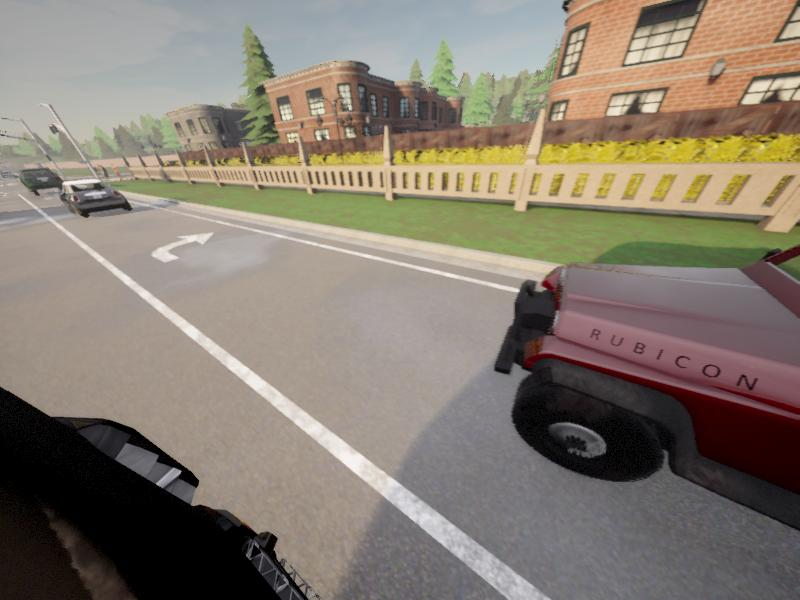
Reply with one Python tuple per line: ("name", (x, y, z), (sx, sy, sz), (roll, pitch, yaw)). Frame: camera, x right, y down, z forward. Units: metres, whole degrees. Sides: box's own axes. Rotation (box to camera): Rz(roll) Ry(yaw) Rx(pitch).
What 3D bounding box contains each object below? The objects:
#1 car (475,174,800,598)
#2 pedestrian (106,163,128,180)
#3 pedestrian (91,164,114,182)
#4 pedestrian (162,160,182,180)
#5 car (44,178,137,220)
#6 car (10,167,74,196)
("car", (2.796, 0.447, 1.365), (3.866, 1.878, 1.905), (18, 39, 28))
("pedestrian", (-36.210, -16.388, 29.535), (0.751, 1.860, 0.751), (4, 34, 10))
("pedestrian", (-36.757, -15.702, 28.542), (0.751, 1.860, 0.751), (10, 36, 19))
("pedestrian", (-26.227, -14.945, 26.576), (0.751, 1.860, 0.751), (12, 36, 21))
("car", (-16.077, -5.380, 12.012), (3.806, 1.475, 1.970), (18, 39, 28))
("car", (-33.157, -11.042, 21.378), (5.566, 2.045, 2.150), (18, 39, 28))
